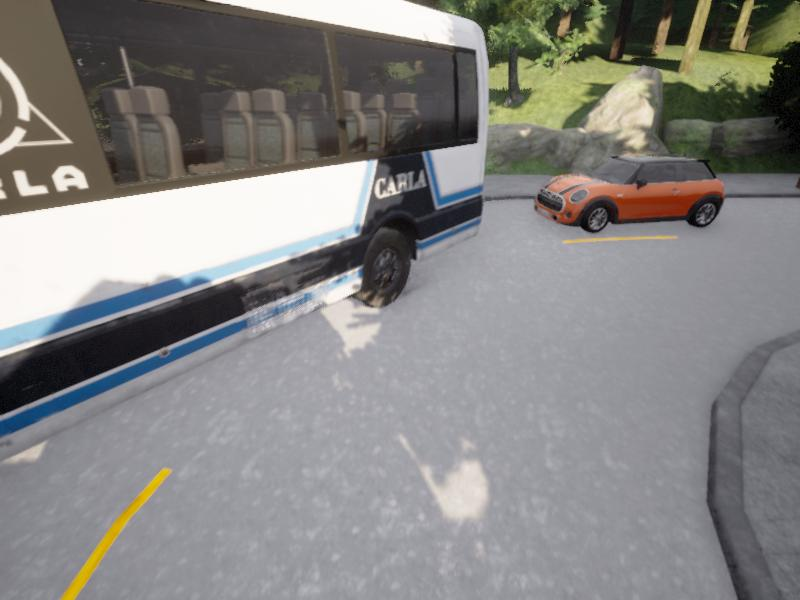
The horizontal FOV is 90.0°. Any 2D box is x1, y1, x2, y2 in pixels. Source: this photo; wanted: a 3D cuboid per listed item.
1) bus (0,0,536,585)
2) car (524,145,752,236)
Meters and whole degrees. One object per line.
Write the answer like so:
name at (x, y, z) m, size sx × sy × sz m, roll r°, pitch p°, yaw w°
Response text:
bus at (-2.608, -1.428, 4.748) m, size 3.944 × 4.253 × 10.273 m, roll 19°, pitch 32°, yaw 34°
car at (5.991, -2.982, 10.543) m, size 4.553 × 1.767 × 2.097 m, roll -4°, pitch 28°, yaw -9°
